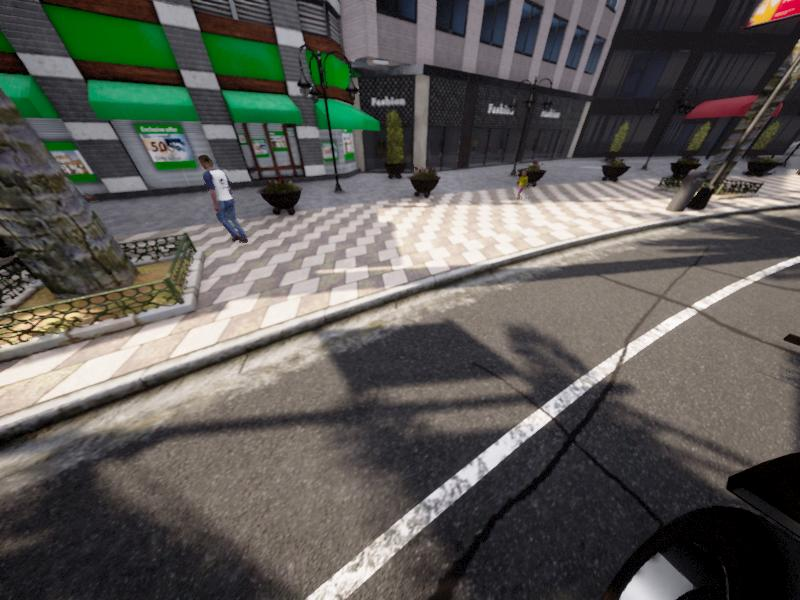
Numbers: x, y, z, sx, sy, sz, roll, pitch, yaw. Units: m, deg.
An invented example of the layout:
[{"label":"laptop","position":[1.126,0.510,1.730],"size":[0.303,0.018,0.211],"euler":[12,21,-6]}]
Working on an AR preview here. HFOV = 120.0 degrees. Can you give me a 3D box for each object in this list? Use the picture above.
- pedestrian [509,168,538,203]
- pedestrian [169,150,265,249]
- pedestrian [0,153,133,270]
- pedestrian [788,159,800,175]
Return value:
[{"label":"pedestrian","position":[4.673,-4.337,8.761],"size":[0.500,1.100,0.500],"euler":[-15,38,-20]},{"label":"pedestrian","position":[-3.891,-2.184,5.115],"size":[0.751,1.860,0.751],"euler":[8,36,12]},{"label":"pedestrian","position":[-6.221,-1.642,4.364],"size":[0.751,1.860,0.751],"euler":[-25,42,-30]},{"label":"pedestrian","position":[25.722,-8.902,14.413],"size":[0.751,1.860,0.751],"euler":[-23,41,-28]}]
